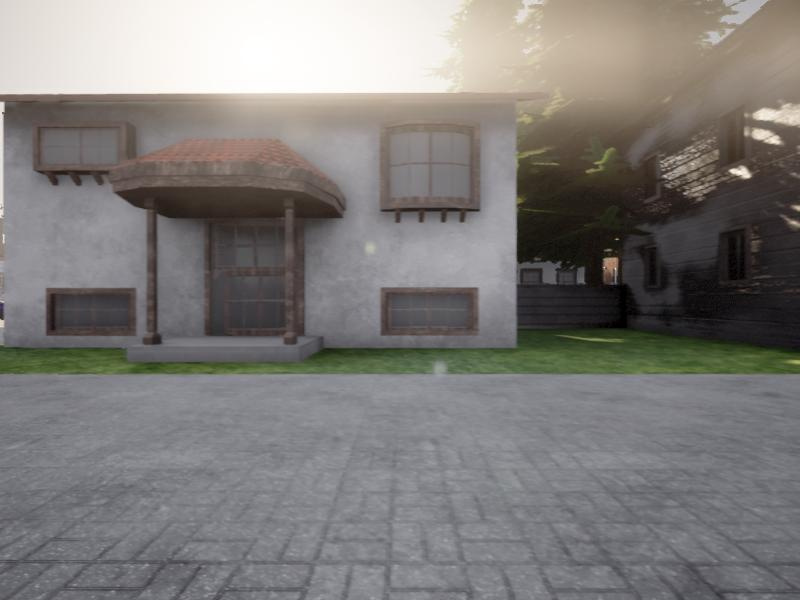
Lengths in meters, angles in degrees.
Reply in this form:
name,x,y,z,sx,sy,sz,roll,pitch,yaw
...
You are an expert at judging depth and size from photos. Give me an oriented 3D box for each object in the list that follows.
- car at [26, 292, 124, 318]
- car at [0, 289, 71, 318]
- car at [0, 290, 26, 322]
name,x,y,z,sx,sy,sz,roll,pitch,yaw
car,-19.721,0.278,24.636,2.163,1.488,4.792,0,0,0
car,-23.686,0.210,25.122,2.033,1.649,4.856,0,0,1
car,-19.791,0.282,18.097,1.816,1.474,4.193,0,0,0
